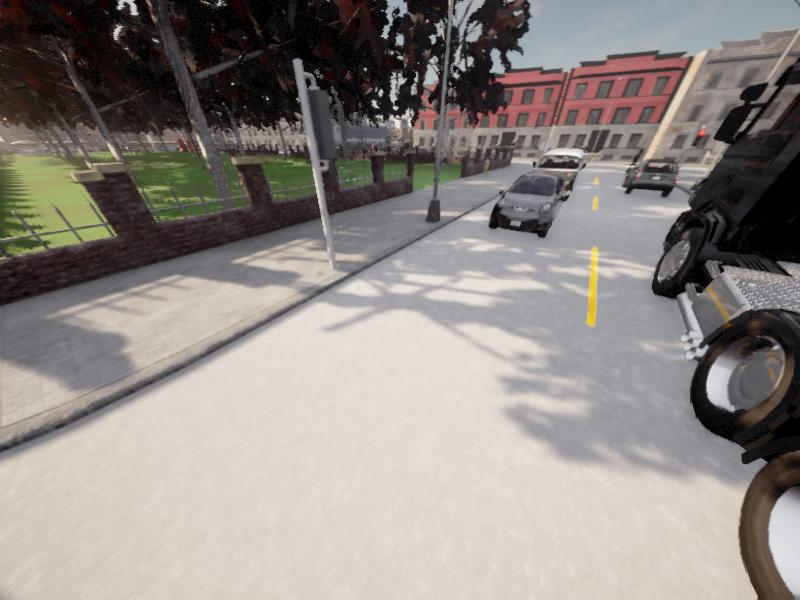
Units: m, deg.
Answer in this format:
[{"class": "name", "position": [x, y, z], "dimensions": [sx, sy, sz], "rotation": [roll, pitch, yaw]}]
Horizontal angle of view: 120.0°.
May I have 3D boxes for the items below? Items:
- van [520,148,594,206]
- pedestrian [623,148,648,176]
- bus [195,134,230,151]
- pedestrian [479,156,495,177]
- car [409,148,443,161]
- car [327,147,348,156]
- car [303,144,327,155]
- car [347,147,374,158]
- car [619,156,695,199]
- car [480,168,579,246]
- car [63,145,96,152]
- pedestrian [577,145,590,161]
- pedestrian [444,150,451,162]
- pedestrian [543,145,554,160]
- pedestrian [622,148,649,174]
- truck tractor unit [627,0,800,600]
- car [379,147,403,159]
[{"class": "van", "position": [7.855, -6.280, 11.462], "dimensions": [2.069, 2.038, 4.480], "rotation": [22, 40, 29]}, {"class": "pedestrian", "position": [19.199, -11.251, 18.844], "dimensions": [0.751, 1.860, 0.751], "rotation": [27, 42, 33]}, {"class": "bus", "position": [-58.712, -49.291, 72.376], "dimensions": [10.273, 4.253, 3.944], "rotation": [22, 40, 29]}, {"class": "pedestrian", "position": [6.656, -10.259, 17.709], "dimensions": [0.751, 1.300, 0.751], "rotation": [22, 40, 29]}, {"class": "car", "position": [4.013, -22.885, 36.216], "dimensions": [4.892, 1.490, 1.837], "rotation": [21, 40, 28]}, {"class": "car", "position": [-12.397, -29.478, 45.869], "dimensions": [3.806, 1.475, 1.970], "rotation": [22, 40, 29]}, {"class": "car", "position": [-18.080, -31.930, 49.098], "dimensions": [4.605, 1.855, 1.932], "rotation": [22, 40, 29]}, {"class": "car", "position": [-7.327, -27.460, 42.875], "dimensions": [4.514, 1.525, 2.007], "rotation": [22, 40, 29]}, {"class": "car", "position": [13.650, -6.802, 12.609], "dimensions": [1.851, 1.617, 3.988], "rotation": [22, 40, 29]}, {"class": "car", "position": [4.246, -3.216, 7.437], "dimensions": [1.845, 1.501, 3.633], "rotation": [22, 40, 29]}, {"class": "car", "position": [-88.347, -41.722, 63.718], "dimensions": [1.882, 1.535, 5.008], "rotation": [22, 40, 29]}, {"class": "pedestrian", "position": [25.723, -20.614, 32.343], "dimensions": [0.751, 1.860, 0.751], "rotation": [25, 42, 32]}, {"class": "pedestrian", "position": [6.242, -18.742, 30.106], "dimensions": [0.751, 1.300, 0.751], "rotation": [5, 35, 8]}, {"class": "pedestrian", "position": [21.282, -21.160, 33.141], "dimensions": [0.751, 1.860, 0.751], "rotation": [22, 40, 29]}, {"class": "pedestrian", "position": [19.935, -11.755, 19.580], "dimensions": [0.751, 1.860, 0.751], "rotation": [-18, 38, -25]}, {"class": "truck tractor unit", "position": [4.584, -0.634, 1.273], "dimensions": [3.053, 4.208, 6.516], "rotation": [23, 41, 29]}, {"class": "car", "position": [-1.470, -25.116, 39.424], "dimensions": [3.705, 1.549, 1.789], "rotation": [22, 40, 29]}]
